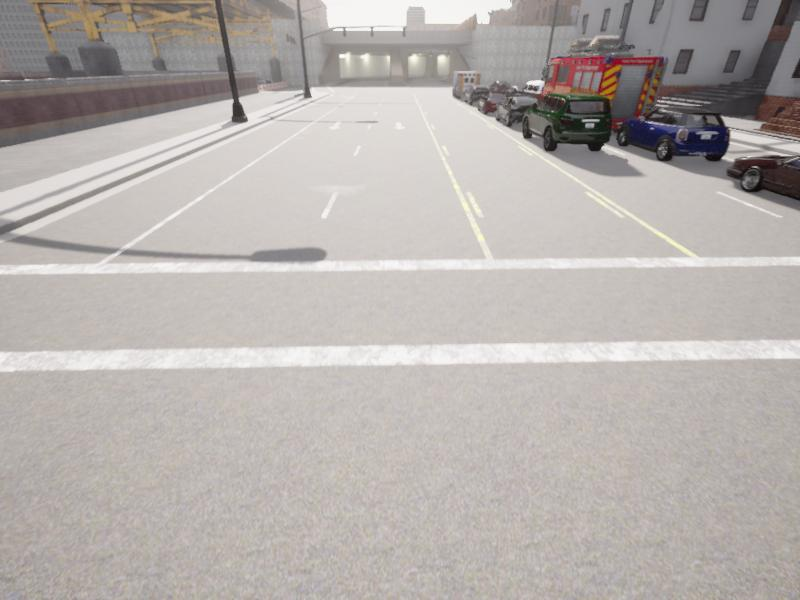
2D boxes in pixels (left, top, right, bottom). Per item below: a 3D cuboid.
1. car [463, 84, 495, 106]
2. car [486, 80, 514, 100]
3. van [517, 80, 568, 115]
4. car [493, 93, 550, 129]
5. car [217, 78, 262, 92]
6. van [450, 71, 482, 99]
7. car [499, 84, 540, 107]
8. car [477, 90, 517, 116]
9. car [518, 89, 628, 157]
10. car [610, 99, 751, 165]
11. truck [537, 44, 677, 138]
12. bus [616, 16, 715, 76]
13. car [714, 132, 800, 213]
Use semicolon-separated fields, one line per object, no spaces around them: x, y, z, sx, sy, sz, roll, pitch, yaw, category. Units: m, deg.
6.996;-18.385;35.831;1.837;1.490;4.892;0;30;0;car
10.500;-22.290;42.377;1.851;1.617;3.988;0;30;0;car
10.495;-15.199;29.864;2.069;2.038;4.480;0;30;0;van
6.997;-11.207;23.599;1.837;1.490;4.892;0;30;0;car
-21.177;-28.447;52.872;2.038;1.542;4.974;26;39;36;car
7.000;-23.252;43.203;2.351;2.431;6.366;0;30;0;van
10.490;-18.226;35.546;2.128;1.511;4.902;0;30;0;car
6.976;-14.496;29.329;1.994;1.385;4.181;1;30;1;car
6.999;-7.717;17.106;2.150;2.045;5.566;0;30;0;car
10.499;-6.659;15.552;2.097;1.767;4.553;0;30;0;car
10.503;-11.553;21.889;2.891;3.827;8.468;0;30;0;truck
35.303;-34.031;53.833;10.273;4.253;3.944;-12;30;7;bus
10.528;-2.775;9.334;2.033;1.411;5.357;-1;31;-2;car
